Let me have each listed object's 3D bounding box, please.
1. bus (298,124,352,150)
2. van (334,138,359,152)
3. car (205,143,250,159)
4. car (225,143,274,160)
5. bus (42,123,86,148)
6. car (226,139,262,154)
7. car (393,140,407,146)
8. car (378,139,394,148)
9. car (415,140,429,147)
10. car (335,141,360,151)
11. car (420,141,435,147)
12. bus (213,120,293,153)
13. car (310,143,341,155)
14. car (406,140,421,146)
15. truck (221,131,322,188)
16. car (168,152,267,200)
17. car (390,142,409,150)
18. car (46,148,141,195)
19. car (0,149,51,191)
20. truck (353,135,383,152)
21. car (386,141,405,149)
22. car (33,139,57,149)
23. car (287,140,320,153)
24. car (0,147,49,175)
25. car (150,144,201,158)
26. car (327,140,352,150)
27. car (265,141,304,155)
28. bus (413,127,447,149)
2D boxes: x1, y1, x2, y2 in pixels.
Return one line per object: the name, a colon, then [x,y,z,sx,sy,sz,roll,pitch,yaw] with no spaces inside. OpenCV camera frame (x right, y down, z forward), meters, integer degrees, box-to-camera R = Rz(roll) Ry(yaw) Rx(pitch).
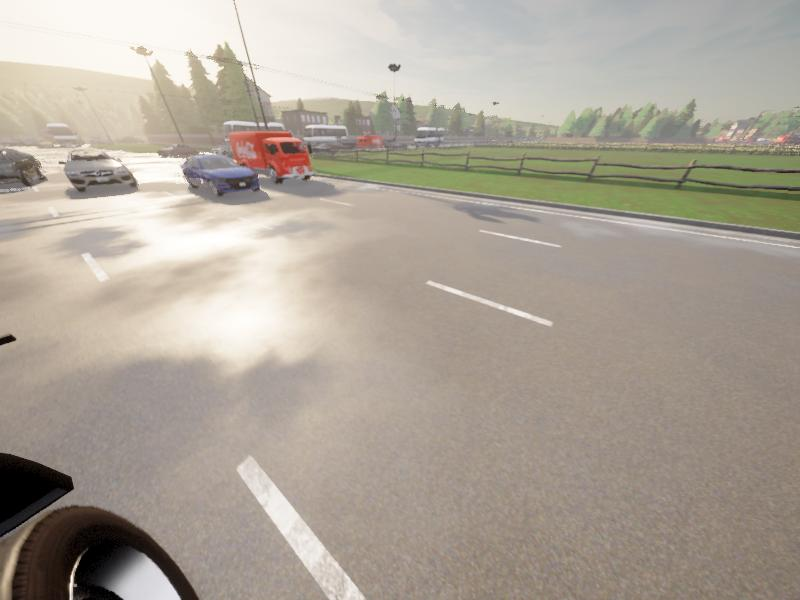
bus: [-16.179,-35.928,51.010,3.944,4.253,10.273,25,42,31]
van: [-10.071,-29.270,43.593,1.775,1.987,4.442,22,40,27]
car: [-21.391,-18.613,28.821,1.970,1.475,3.806,12,37,17]
car: [-18.014,-18.047,28.008,2.007,1.525,4.514,13,37,17]
bus: [-76.427,-37.483,52.662,10.273,4.253,3.944,26,43,32]
car: [-24.517,-24.245,36.416,1.905,1.878,3.866,21,40,26]
car: [0.044,-48.138,70.833,2.007,1.525,4.514,22,40,28]
car: [-3.313,-38.398,56.676,1.905,1.878,3.866,22,40,27]
car: [6.538,-46.442,68.477,1.882,1.535,5.008,22,40,27]
car: [-10.837,-31.980,47.865,2.163,1.488,4.792,22,41,28]
car: [7.694,-43.747,64.875,1.895,1.301,4.718,22,41,28]
bus: [-24.921,-28.365,40.209,3.944,4.253,10.273,22,41,28]
car: [-11.792,-24.033,36.687,1.994,1.385,4.181,22,41,28]
car: [4.040,-47.807,70.400,2.038,1.542,4.974,23,41,28]
truck: [-7.624,-8.575,13.852,5.204,2.467,2.627,24,41,29]
car: [-8.983,-6.237,11.334,5.008,1.535,1.882,24,42,29]
car: [-0.084,-33.766,50.591,1.994,1.385,4.181,22,41,27]
car: [-16.027,-6.939,12.192,5.027,1.651,2.152,27,43,33]
car: [-20.814,-6.858,12.091,1.789,1.549,3.705,-27,44,-33]
truck: [-5.828,-29.445,43.449,2.627,2.467,5.204,22,41,28]
car: [-1.058,-36.565,54.430,2.128,1.511,4.902,22,40,27]
car: [-74.116,-32.662,48.206,5.366,1.575,1.801,22,41,28]
car: [-16.851,-27.060,40.669,2.242,1.667,4.611,22,41,28]
car: [-29.066,-10.182,16.826,1.812,1.442,4.674,-16,38,-21]
car: [-28.376,-19.030,29.444,1.994,1.385,4.181,8,36,11]
car: [-13.081,-33.542,49.897,2.242,1.667,4.611,26,42,32]
car: [-17.342,-23.081,35.025,2.242,1.667,4.611,21,40,27]
bus: [7.654,-41.248,58.753,3.944,4.253,10.273,22,42,28]
